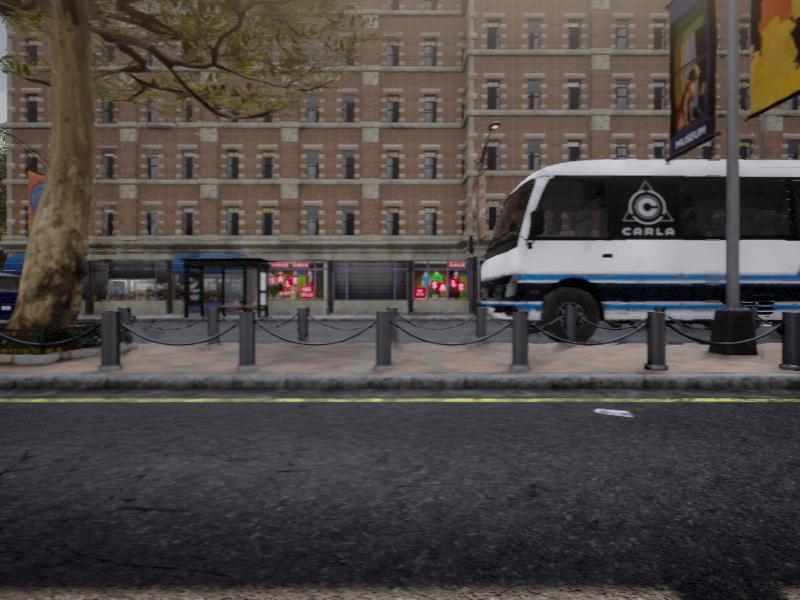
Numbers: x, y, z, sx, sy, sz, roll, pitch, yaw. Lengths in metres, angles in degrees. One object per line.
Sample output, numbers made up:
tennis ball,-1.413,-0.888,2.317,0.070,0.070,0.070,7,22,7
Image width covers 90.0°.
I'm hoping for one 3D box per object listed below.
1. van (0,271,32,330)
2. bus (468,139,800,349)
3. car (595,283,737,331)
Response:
van,-15.634,0.008,13.701,4.442,1.987,1.775,0,0,0
bus,7.185,-1.136,10.078,10.273,4.253,3.944,0,0,0
car,8.933,0.222,13.700,3.633,1.501,1.845,0,0,0
